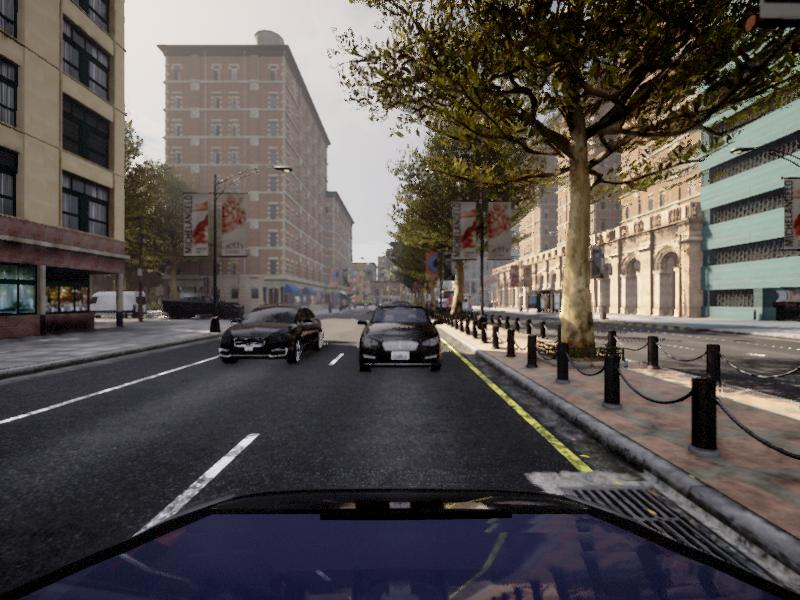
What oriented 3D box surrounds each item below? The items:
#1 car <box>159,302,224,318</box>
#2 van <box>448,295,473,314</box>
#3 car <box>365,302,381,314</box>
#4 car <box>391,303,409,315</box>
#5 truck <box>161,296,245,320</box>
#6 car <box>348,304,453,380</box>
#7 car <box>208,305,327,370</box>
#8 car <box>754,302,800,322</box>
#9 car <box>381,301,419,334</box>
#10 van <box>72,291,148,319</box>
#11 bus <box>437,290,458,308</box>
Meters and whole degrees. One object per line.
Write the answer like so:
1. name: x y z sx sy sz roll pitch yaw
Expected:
1. car: -20.204 0.950 38.939 5.366 1.575 1.801 0 0 -2
2. van: 8.032 0.581 53.595 2.351 2.431 6.366 0 0 0
3. car: -3.472 1.026 52.364 1.845 1.501 3.633 0 0 0
4. car: 0.026 1.080 48.944 2.033 1.411 5.357 0 0 0
5. truck: -17.292 0.678 35.420 6.274 2.098 2.390 0 0 -1
6. car: 0.006 0.880 10.543 2.128 1.511 4.902 0 0 0
7. car: -3.504 0.893 11.672 1.837 1.490 4.892 0 -1 0
8. car: 30.836 0.876 31.248 2.161 1.482 4.786 0 0 0
9. car: 0.010 0.873 21.748 1.851 1.617 3.988 0 0 0
10. van: -28.014 0.470 38.799 5.915 2.561 1.988 0 0 -1
11. bus: 11.434 -0.170 98.186 3.944 4.253 10.273 0 0 0
